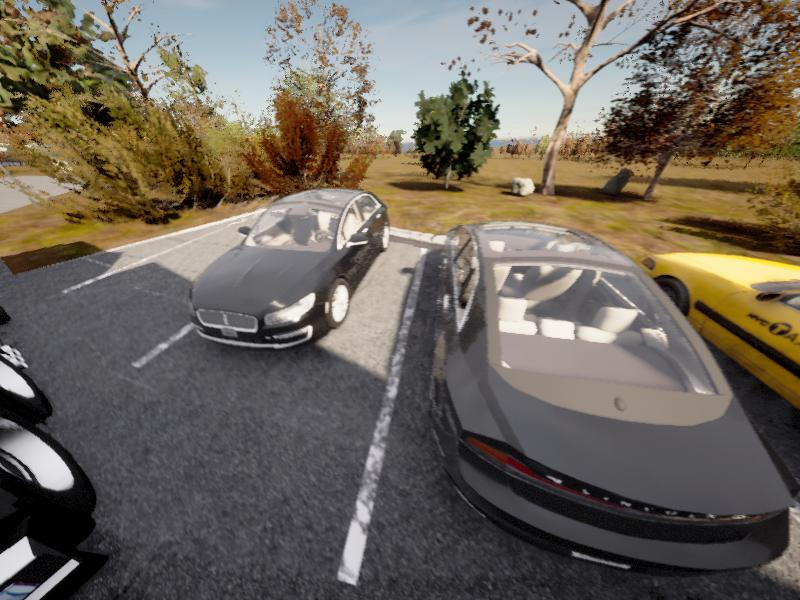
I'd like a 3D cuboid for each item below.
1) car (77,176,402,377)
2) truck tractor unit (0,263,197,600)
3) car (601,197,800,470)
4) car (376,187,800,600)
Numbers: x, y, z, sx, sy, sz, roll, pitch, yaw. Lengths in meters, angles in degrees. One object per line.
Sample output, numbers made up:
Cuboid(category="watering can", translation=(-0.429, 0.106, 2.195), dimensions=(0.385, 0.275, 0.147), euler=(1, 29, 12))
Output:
Cuboid(category="car", translation=(-1.484, -1.201, 4.412), dimensions=(2.231, 1.521, 4.892), euler=(6, 35, 8))
Cuboid(category="truck tractor unit", translation=(-5.113, -0.296, 0.782), dimensions=(6.516, 4.208, 3.053), euler=(18, 39, 24))
Cuboid(category="car", translation=(4.417, 0.611, 1.753), dimensions=(1.946, 1.575, 5.366), euler=(6, 35, 8))
Cuboid(category="car", translation=(1.449, -0.237, 3.001), dimensions=(2.231, 1.521, 4.892), euler=(6, 35, 8))
